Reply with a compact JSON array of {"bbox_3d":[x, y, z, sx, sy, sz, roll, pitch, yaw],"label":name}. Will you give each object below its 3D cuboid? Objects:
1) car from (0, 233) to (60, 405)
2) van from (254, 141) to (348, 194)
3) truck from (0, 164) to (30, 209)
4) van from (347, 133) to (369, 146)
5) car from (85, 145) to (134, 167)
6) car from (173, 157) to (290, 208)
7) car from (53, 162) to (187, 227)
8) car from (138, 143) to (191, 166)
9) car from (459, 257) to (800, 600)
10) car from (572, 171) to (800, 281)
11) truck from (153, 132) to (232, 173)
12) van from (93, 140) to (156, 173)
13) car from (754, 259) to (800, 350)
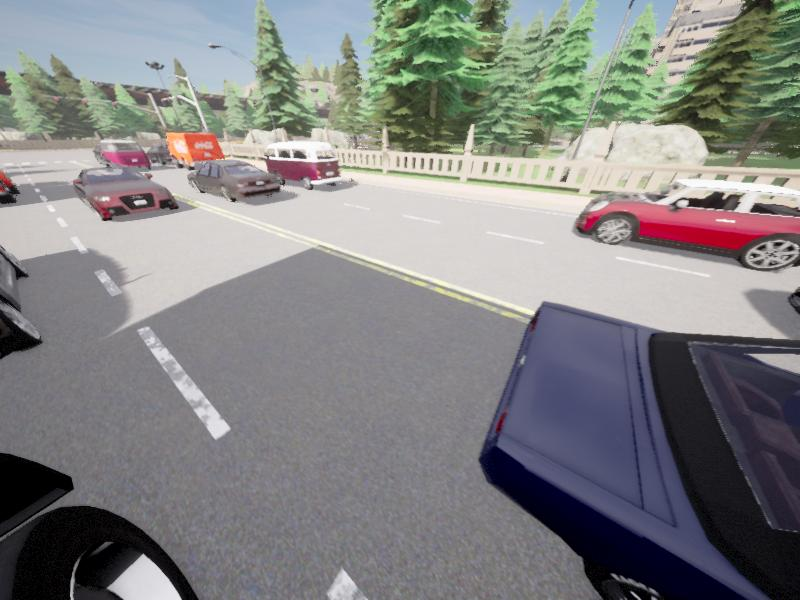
[{"bbox_3d":[-6.546,-0.199,2.720,5.238,1.638,1.930,22,41,28],"label":"car"},{"bbox_3d":[-5.237,-7.215,12.345,4.480,2.038,2.069,22,41,28],"label":"van"},{"bbox_3d":[-17.386,-4.956,8.675,5.204,2.467,2.627,22,41,28],"label":"truck"},{"bbox_3d":[-10.965,-42.438,60.973,1.988,2.561,5.915,22,44,28],"label":"van"},{"bbox_3d":[-26.619,-13.267,21.195,3.705,1.549,1.789,22,41,28],"label":"car"},{"bbox_3d":[-7.629,-5.465,10.403,5.357,1.411,2.033,22,41,28],"label":"car"},{"bbox_3d":[-9.979,-3.951,8.254,4.181,1.385,1.994,22,41,28],"label":"car"},{"bbox_3d":[-23.017,-14.290,22.612,4.856,1.649,2.033,22,41,28],"label":"car"},{"bbox_3d":[2.927,1.340,0.908,4.718,1.301,1.895,22,41,28],"label":"car"},{"bbox_3d":[6.801,-2.078,5.634,3.806,1.475,1.970,22,41,28],"label":"car"},{"bbox_3d":[-16.864,-12.124,18.868,5.204,2.467,2.627,23,41,27],"label":"truck"},{"bbox_3d":[-21.901,-11.522,18.378,4.442,1.987,1.775,22,41,28],"label":"van"},{"bbox_3d":[7.132,0.463,1.916,3.988,1.617,1.851,22,41,28],"label":"car"}]
